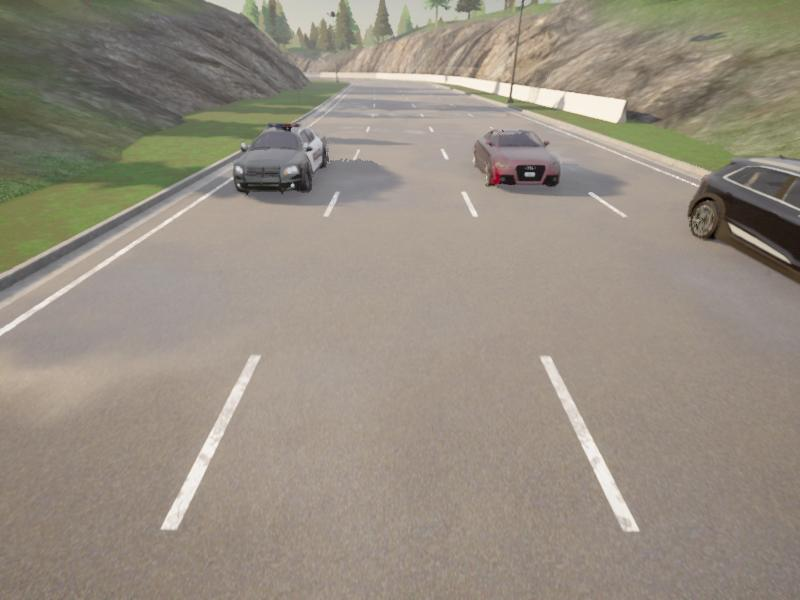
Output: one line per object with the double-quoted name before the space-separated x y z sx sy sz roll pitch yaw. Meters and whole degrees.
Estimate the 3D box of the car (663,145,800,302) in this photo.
"car" 7.009 -1.279 6.605 2.033 1.649 4.856 0 30 0

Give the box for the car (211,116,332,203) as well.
"car" -3.484 -4.434 12.066 2.038 1.542 4.974 0 30 0

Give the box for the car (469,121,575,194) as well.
"car" 3.515 -4.556 12.457 1.994 1.385 4.181 0 30 0
